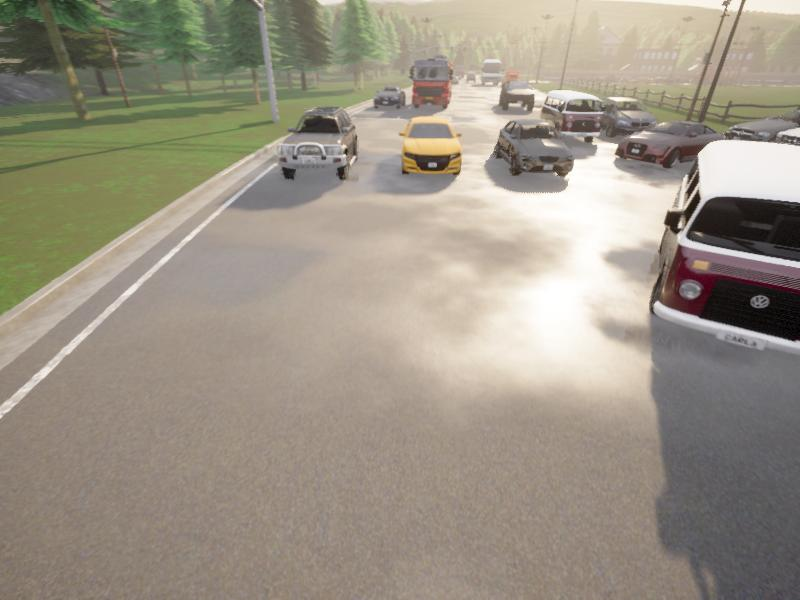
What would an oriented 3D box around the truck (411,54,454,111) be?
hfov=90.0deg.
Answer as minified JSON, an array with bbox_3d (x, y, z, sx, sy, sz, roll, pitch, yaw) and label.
[{"bbox_3d":[2.960,-18.938,34.668,2.891,3.827,8.468,5,31,7],"label":"truck"}]

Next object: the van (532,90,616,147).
[{"bbox_3d":[8.179,-8.917,19.400,2.069,2.038,4.480,2,30,2],"label":"van"}]

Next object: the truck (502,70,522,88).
[{"bbox_3d":[19.881,-39.345,71.195,2.627,2.467,5.204,5,32,7],"label":"truck"}]

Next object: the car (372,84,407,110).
[{"bbox_3d":[-0.798,-17.216,33.832,2.152,1.651,5.027,5,31,7],"label":"car"}]

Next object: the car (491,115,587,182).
[{"bbox_3d":[4.511,-5.320,13.740,1.816,1.474,4.193,1,30,0],"label":"car"}]

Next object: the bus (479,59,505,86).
[{"bbox_3d":[17.515,-43.611,76.698,3.944,4.253,10.273,5,31,7],"label":"bus"}]

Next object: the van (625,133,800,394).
[{"bbox_3d":[4.952,-0.985,5.777,2.069,2.038,4.480,17,34,27],"label":"van"}]

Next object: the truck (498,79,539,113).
[{"bbox_3d":[9.751,-17.201,33.536,2.390,2.098,6.274,5,31,7],"label":"truck"}]

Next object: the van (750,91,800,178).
[{"bbox_3d":[16.144,-5.526,13.370,6.366,2.431,2.351,-3,30,-6],"label":"van"}]

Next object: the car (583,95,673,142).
[{"bbox_3d":[11.754,-9.672,21.116,2.242,1.667,4.611,2,31,3],"label":"car"}]

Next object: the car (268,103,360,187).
[{"bbox_3d":[-2.505,-5.215,13.029,1.932,1.855,4.605,1,30,0],"label":"car"}]

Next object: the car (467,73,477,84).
[{"bbox_3d":[15.373,-47.721,86.051,1.905,1.878,3.866,5,31,7],"label":"car"}]

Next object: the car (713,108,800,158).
[{"bbox_3d":[16.629,-7.048,16.778,5.027,1.651,2.152,-2,30,-4],"label":"car"}]

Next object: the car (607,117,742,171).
[{"bbox_3d":[10.231,-5.922,14.984,4.181,1.385,1.994,-13,33,-22],"label":"car"}]

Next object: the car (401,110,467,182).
[{"bbox_3d":[1.010,-5.540,13.986,1.882,1.535,5.008,1,30,0],"label":"car"}]
